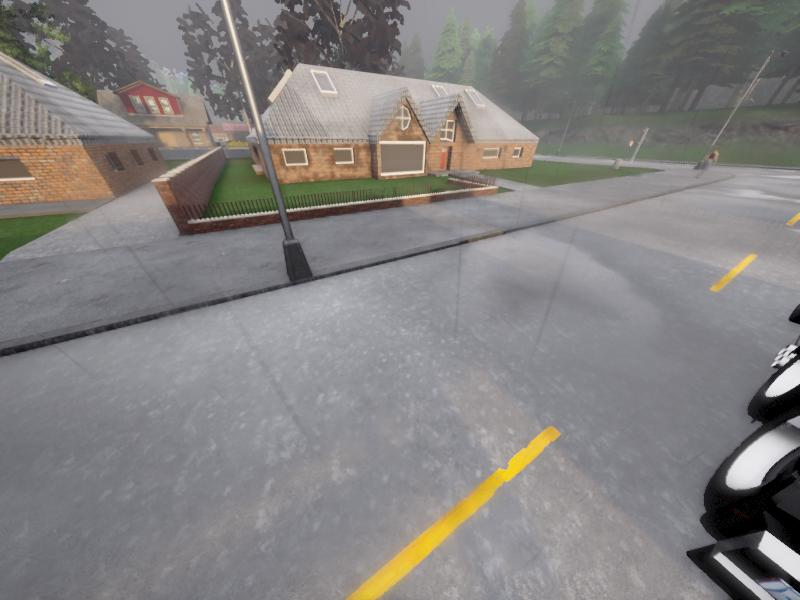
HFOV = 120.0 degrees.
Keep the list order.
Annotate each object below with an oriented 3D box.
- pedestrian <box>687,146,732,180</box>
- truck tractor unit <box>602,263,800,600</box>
[{"bbox_3d":[20.367,-9.023,15.249,0.751,1.860,0.751,-1,35,-2],"label":"pedestrian"},{"bbox_3d":[5.107,-0.305,0.785,6.516,4.208,3.053,-18,39,-24],"label":"truck tractor unit"}]
